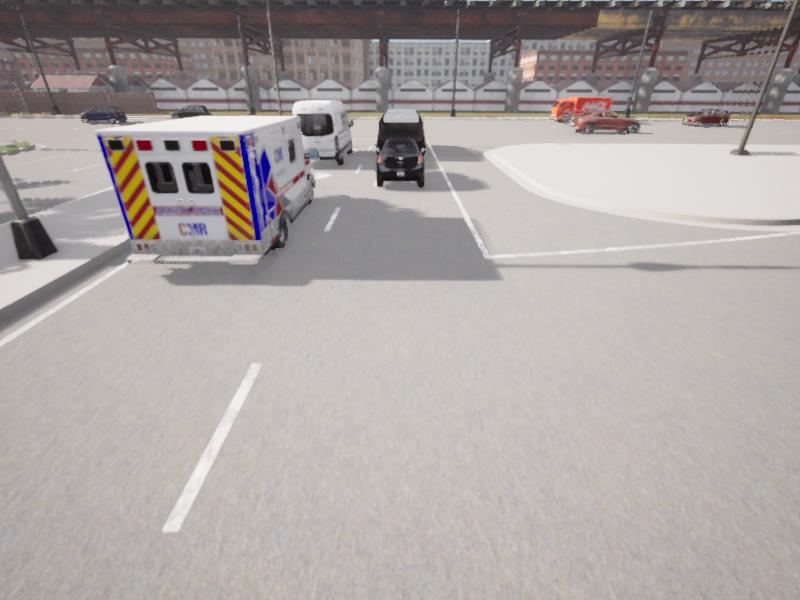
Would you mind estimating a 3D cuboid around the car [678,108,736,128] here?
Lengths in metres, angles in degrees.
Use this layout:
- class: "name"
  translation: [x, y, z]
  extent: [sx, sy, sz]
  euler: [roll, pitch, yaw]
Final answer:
- class: "car"
  translation: [28.624, -17.037, 37.396]
  extent: [3.705, 1.549, 1.789]
  euler: [-1, 28, -2]

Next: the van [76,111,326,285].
- class: "van"
  translation: [-3.483, -2.818, 9.134]
  extent: [2.351, 2.431, 6.366]
  euler: [0, 28, 0]

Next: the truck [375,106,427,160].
- class: "truck"
  translation: [0.081, -9.098, 21.463]
  extent: [2.390, 2.098, 6.274]
  euler: [1, 28, 0]

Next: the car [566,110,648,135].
- class: "car"
  translation: [16.001, -13.880, 31.212]
  extent: [5.027, 1.651, 2.152]
  euler: [1, 28, 1]

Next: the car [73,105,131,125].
- class: "car"
  translation: [-27.819, -17.348, 37.470]
  extent: [3.705, 1.549, 1.789]
  euler: [0, 28, 0]

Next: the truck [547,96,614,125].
- class: "truck"
  translation: [18.025, -19.083, 40.236]
  extent: [5.204, 2.467, 2.627]
  euler: [2, 28, 1]

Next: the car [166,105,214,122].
- class: "car"
  translation: [-21.228, -18.928, 40.560]
  extent: [3.633, 1.501, 1.845]
  euler: [0, 28, 0]

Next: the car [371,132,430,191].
- class: "car"
  translation: [0.020, -5.150, 14.565]
  extent: [1.845, 1.501, 3.633]
  euler: [0, 28, 0]

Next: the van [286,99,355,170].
- class: "van"
  translation: [-3.471, -7.972, 18.814]
  extent: [1.988, 2.561, 5.915]
  euler: [0, 28, 0]
